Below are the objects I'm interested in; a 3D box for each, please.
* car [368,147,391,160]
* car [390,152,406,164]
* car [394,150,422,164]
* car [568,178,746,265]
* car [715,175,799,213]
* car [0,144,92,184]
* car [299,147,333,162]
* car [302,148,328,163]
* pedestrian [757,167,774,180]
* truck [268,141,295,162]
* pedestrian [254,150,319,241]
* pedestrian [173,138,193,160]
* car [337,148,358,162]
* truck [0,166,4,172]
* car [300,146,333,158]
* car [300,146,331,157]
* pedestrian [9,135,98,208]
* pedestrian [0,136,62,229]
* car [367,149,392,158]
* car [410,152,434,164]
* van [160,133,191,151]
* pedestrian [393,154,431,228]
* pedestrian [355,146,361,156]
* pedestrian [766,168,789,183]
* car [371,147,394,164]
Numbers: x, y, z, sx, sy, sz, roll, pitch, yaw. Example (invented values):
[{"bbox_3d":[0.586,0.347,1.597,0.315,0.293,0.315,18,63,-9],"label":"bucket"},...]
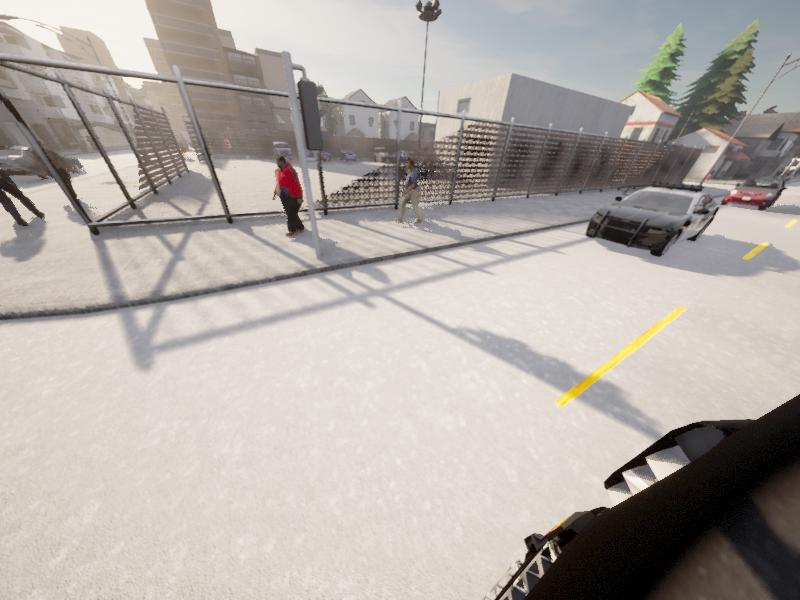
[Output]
[{"bbox_3d":[-3.955,-28.387,44.727,3.866,1.878,1.905,-14,37,-24],"label":"car"},{"bbox_3d":[-0.366,-21.608,35.052,1.481,1.379,2.207,-16,38,-26],"label":"car"},{"bbox_3d":[1.180,-22.518,36.355,2.242,1.667,4.611,-16,38,-26],"label":"car"},{"bbox_3d":[7.937,-2.686,7.124,5.238,1.638,1.930,-16,38,-26],"label":"car"},{"bbox_3d":[21.488,-6.491,13.931,3.988,1.617,1.851,-16,38,-26],"label":"car"},{"bbox_3d":[-19.397,-7.248,12.127,2.033,1.411,5.357,-15,37,-25],"label":"car"},{"bbox_3d":[-11.137,-19.387,30.790,3.705,1.547,1.789,-16,38,-26],"label":"car"},{"bbox_3d":[-11.416,-19.352,30.844,2.033,1.415,5.357,-16,38,-26],"label":"car"},{"bbox_3d":[60.974,-21.115,38.544,0.751,1.860,0.751,-19,39,-29],"label":"pedestrian"},{"bbox_3d":[-14.917,-18.725,29.067,2.069,2.038,4.478,-16,38,-26],"label":"truck"},{"bbox_3d":[-2.662,-2.505,5.593,0.751,1.860,0.751,22,38,26],"label":"pedestrian"},{"bbox_3d":[-22.096,-15.419,23.583,0.751,1.860,0.751,-10,36,-18],"label":"pedestrian"},{"bbox_3d":[-7.563,-20.752,33.139,1.845,1.501,3.633,-16,38,-26],"label":"car"},{"bbox_3d":[-22.771,-6.628,10.294,2.390,2.098,6.274,-16,38,-26],"label":"truck"},{"bbox_3d":[-14.292,-25.324,39.660,4.902,1.511,2.128,-14,37,-24],"label":"car"},{"bbox_3d":[-15.624,-27.455,42.772,4.902,1.511,2.128,-17,38,-27],"label":"car"},{"bbox_3d":[-10.659,-3.970,7.186,0.751,1.860,0.751,23,38,27],"label":"pedestrian"},{"bbox_3d":[-9.439,-2.761,5.457,0.751,1.860,0.751,-19,39,-30],"label":"pedestrian"},{"bbox_3d":[-4.270,-30.682,48.514,4.892,1.490,1.837,-18,39,-26],"label":"car"},{"bbox_3d":[3.560,-23.603,38.296,1.816,1.474,4.193,-16,38,-26],"label":"car"},{"bbox_3d":[-40.502,-28.734,41.959,2.351,2.431,6.366,-15,38,-25],"label":"van"},{"bbox_3d":[0.303,-3.201,6.868,0.751,1.860,0.751,-10,36,-19],"label":"pedestrian"},{"bbox_3d":[-8.950,-31.763,49.227,0.751,1.860,0.751,12,35,14],"label":"pedestrian"},{"bbox_3d":[54.237,-17.913,33.202,0.751,1.860,0.751,-11,36,-20],"label":"pedestrian"},{"bbox_3d":[-2.660,-21.683,34.611,1.905,1.878,3.866,-16,38,-26],"label":"car"}]
